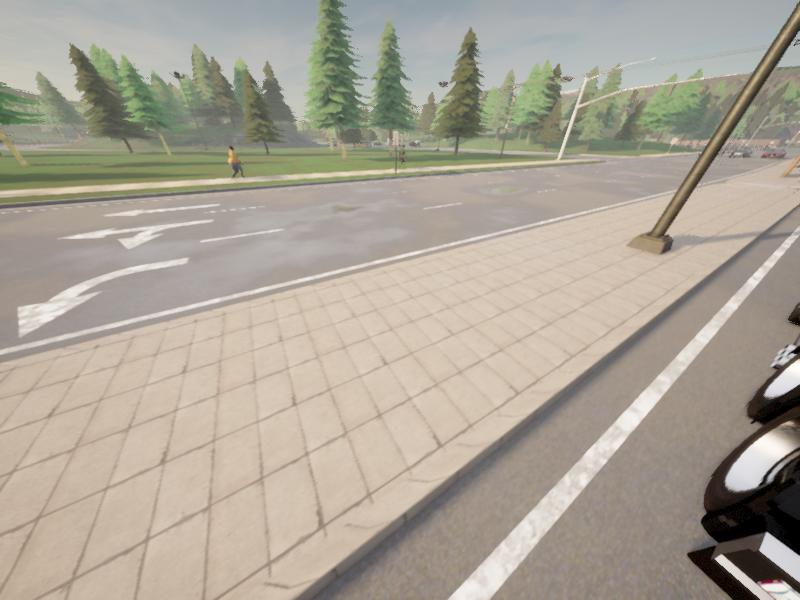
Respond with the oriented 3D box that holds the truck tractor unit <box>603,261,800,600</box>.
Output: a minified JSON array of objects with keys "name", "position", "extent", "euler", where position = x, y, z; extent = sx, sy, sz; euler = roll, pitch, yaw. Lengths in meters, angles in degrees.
[{"name":"truck tractor unit","position":[5.105,-0.306,0.791],"extent":[6.516,4.208,3.053],"euler":[-18,39,-24]}]

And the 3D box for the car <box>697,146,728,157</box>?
[{"name":"car","position":[56.657,-26.967,41.928],"extent":[4.974,1.542,2.038],"euler":[-19,39,-25]}]

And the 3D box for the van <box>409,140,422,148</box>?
[{"name":"van","position":[4.869,-50.926,75.483],"extent":[2.069,2.038,4.480],"euler":[-18,39,-24]}]

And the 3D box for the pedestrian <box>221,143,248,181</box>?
[{"name":"pedestrian","position":[-9.945,-8.311,13.930],"extent":[0.751,1.860,0.751],"euler":[-17,39,-24]}]

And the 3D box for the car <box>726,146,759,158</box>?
[{"name":"car","position":[58.883,-25.446,39.675],"extent":[4.856,1.649,2.033],"euler":[-19,39,-25]}]

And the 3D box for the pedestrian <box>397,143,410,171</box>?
[{"name":"pedestrian","position":[0.248,-11.626,18.784],"extent":[0.751,1.860,0.751],"euler":[-17,38,-23]}]
